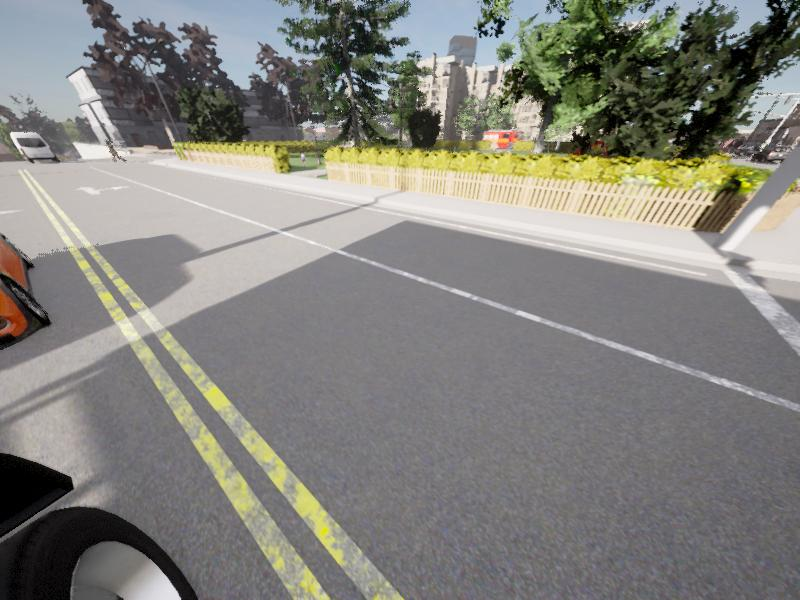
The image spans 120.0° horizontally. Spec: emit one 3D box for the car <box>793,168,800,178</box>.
[{"bbox_3d":[28.076,-8.309,14.292,1.932,1.855,4.605,22,42,28],"label":"car"}]

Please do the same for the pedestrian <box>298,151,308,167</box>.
[{"bbox_3d":[-8.035,-11.703,19.188,0.500,1.100,0.500,-13,37,-18],"label":"pedestrian"}]

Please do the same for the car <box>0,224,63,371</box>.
[{"bbox_3d":[-6.826,-0.383,2.837,4.553,1.767,2.097,22,41,28],"label":"car"}]

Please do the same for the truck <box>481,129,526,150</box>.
[{"bbox_3d":[24.059,-37.494,53.972,8.468,3.827,2.891,24,41,29],"label":"truck"}]

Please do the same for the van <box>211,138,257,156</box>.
[{"bbox_3d":[-23.798,-22.151,33.353,2.069,2.038,4.480,22,41,28],"label":"van"}]

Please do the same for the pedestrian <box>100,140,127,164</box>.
[{"bbox_3d":[-27.469,-14.206,22.169,0.751,1.860,0.751,25,42,30],"label":"pedestrian"}]

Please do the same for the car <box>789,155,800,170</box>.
[{"bbox_3d":[37.010,-11.896,19.762,2.038,1.542,4.974,22,40,28],"label":"car"}]

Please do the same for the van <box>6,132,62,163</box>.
[{"bbox_3d":[-38.933,-16.172,24.550,5.915,2.561,1.988,21,39,28],"label":"van"}]

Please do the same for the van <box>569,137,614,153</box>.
[{"bbox_3d":[37.972,-30.976,46.056,6.366,2.431,2.351,23,41,29],"label":"van"}]

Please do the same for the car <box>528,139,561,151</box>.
[{"bbox_3d":[31.283,-33.653,50.129,5.566,2.045,2.150,23,41,29],"label":"car"}]
